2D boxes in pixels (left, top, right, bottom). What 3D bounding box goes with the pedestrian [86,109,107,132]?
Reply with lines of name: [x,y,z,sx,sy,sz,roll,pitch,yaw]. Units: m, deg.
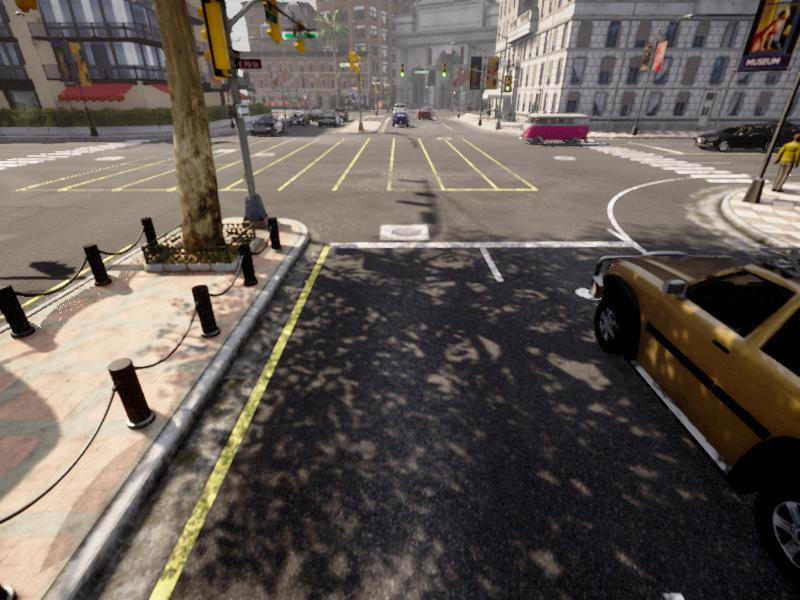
pedestrian: [-27.194,-16.085,35.854,0.751,1.860,0.751,-4,27,-8]

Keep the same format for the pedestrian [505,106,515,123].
pedestrian: [13.413,-22.729,48.936,0.751,1.860,0.751,-4,27,-8]

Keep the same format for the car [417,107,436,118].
car: [4.495,-31.089,66.201,1.812,1.442,4.674,10,29,18]

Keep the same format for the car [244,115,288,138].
car: [-11.416,-14.996,34.481,2.038,1.542,4.974,0,27,0]

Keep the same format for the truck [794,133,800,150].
truck: [28.694,-10.599,24.772,5.204,2.467,2.627,-2,27,1]

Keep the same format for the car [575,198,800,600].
car: [3.613,0.525,3.606,1.932,1.855,4.605,0,27,0]

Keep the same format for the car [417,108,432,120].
car: [3.577,-27.293,58.643,1.882,1.535,5.008,0,27,0]

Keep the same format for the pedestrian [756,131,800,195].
pedestrian: [12.658,-4.458,13.037,0.751,1.860,0.751,-7,28,-14]

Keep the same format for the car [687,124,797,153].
car: [21.172,-10.116,24.957,4.892,1.490,1.837,0,27,-1]

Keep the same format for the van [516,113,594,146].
van: [10.687,-11.898,27.906,4.442,1.987,1.775,0,27,0]

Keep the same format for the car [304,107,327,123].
car: [-11.453,-25.343,54.687,1.930,1.638,5.238,0,28,0]

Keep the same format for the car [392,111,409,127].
car: [0.060,-20.696,45.781,1.812,1.442,4.674,0,27,0]

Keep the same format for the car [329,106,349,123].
car: [-7.951,-24.435,52.636,1.932,1.855,4.605,0,28,0]

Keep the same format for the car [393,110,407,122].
car: [0.046,-25.666,55.710,1.895,1.301,4.718,0,27,0]

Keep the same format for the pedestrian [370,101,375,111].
pedestrian: [-6.151,-43.421,89.579,0.751,1.860,0.751,5,27,9]

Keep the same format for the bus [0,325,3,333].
bus: [-7.763,0.876,0.299,3.944,4.253,10.273,0,27,0]

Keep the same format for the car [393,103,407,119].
car: [0.031,-29.938,63.280,2.150,2.045,5.566,0,27,0]

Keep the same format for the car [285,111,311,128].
car: [-11.438,-20.365,45.086,1.970,1.475,3.806,0,27,0]

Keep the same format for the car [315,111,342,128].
car: [-7.942,-20.309,44.919,2.038,1.542,4.974,0,27,0]

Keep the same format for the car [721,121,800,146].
car: [25.903,-11.720,28.108,4.892,1.490,1.837,0,27,0]

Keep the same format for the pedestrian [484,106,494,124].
pedestrian: [10.262,-21.383,46.291,0.751,1.860,0.751,-1,27,-2]
